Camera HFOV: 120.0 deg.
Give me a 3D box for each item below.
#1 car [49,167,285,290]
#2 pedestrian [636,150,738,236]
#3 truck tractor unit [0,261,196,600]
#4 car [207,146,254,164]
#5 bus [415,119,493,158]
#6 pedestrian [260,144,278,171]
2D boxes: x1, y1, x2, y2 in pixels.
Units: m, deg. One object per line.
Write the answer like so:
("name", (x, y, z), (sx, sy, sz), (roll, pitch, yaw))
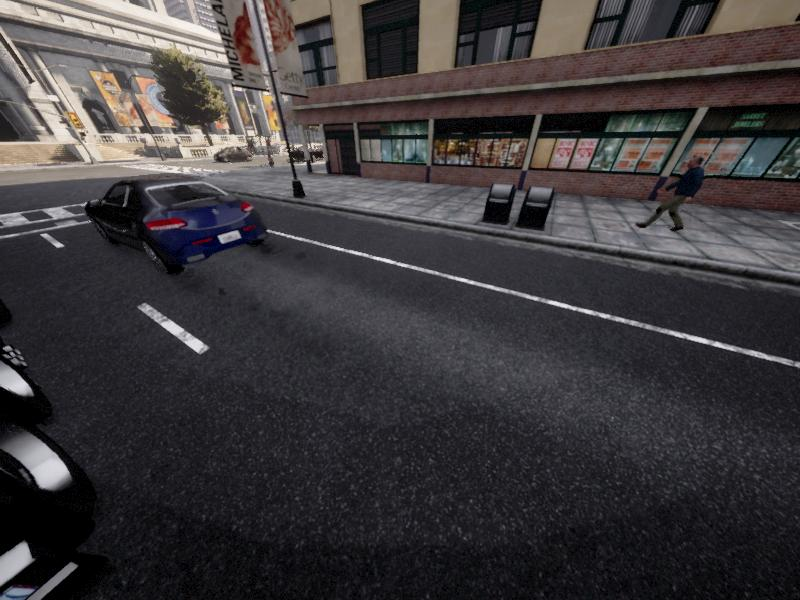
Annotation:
("car", (-5.626, -2.124, 5.676), (5.027, 1.651, 2.152), (18, 39, 25))
("pedestrian", (7.133, -2.721, 5.910), (0.751, 1.860, 0.751), (20, 40, 27))
("truck tractor unit", (-5.104, -0.308, 0.785), (6.516, 4.208, 3.053), (19, 39, 24))
("car", (-20.756, -17.958, 28.551), (1.851, 1.617, 3.988), (18, 39, 25))
("bus", (7.721, -23.969, 34.656), (10.273, 4.253, 3.944), (17, 38, 25))
("pedestrian", (-10.867, -11.908, 19.251), (0.751, 1.860, 0.751), (-18, 39, -24))
